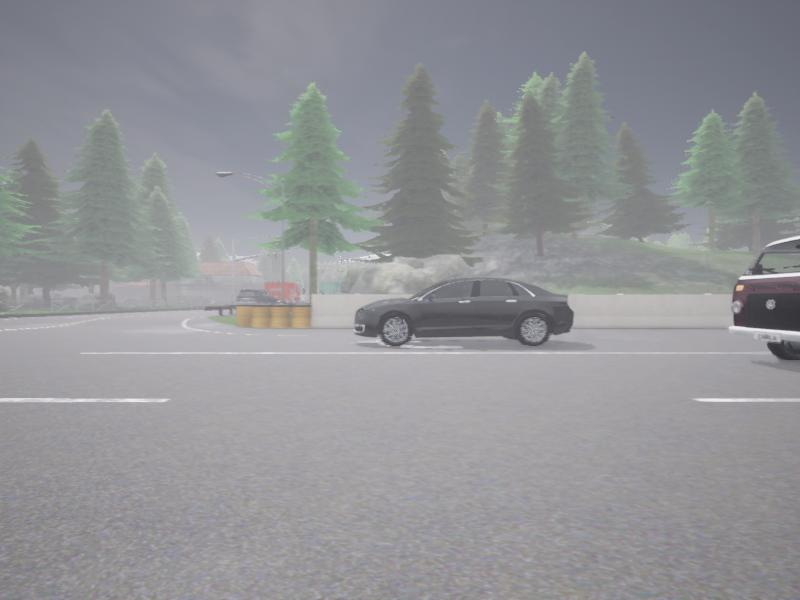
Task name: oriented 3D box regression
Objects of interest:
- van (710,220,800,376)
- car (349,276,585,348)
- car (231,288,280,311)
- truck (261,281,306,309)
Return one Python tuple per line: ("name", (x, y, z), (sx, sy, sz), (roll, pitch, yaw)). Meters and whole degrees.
("van", (7.464, -0.031, 5.695), (4.480, 2.038, 2.069), (0, 0, 0))
("car", (1.393, 0.244, 9.200), (4.892, 1.490, 1.837), (0, 0, 0))
("car", (-11.057, -0.015, 31.023), (2.033, 1.649, 4.856), (0, 0, 1))
("truck", (-10.981, -0.434, 38.201), (2.627, 2.467, 5.204), (0, 0, 1))
